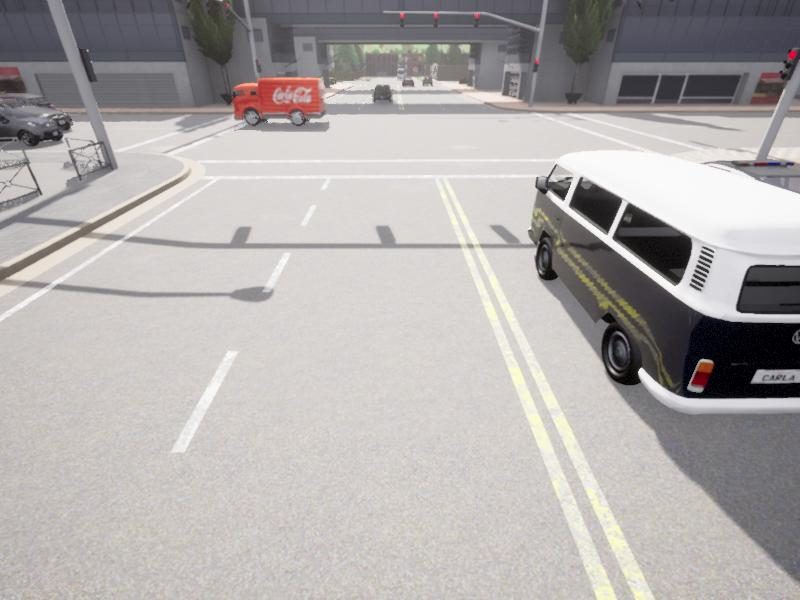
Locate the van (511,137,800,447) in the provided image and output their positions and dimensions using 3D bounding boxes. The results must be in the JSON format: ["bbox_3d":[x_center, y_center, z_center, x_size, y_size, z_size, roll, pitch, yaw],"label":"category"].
[{"bbox_3d":[3.175,-0.659,5.125,2.069,2.038,4.480,-1,30,-1],"label":"van"}]

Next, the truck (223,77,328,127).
[{"bbox_3d":[-7.146,-11.747,23.714,5.204,2.467,2.627,-1,30,-1],"label":"truck"}]

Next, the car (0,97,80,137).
[{"bbox_3d":[-20.241,-9.546,20.805,5.027,1.651,2.152,-1,30,-1],"label":"car"}]

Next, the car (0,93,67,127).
[{"bbox_3d":[-23.315,-11.347,23.848,4.611,1.667,2.242,0,30,0],"label":"car"}]

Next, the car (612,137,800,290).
[{"bbox_3d":[6.636,-2.076,8.054,2.038,1.542,4.974,0,30,0],"label":"car"}]

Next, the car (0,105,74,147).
[{"bbox_3d":[-17.319,-7.756,17.824,3.633,1.501,1.845,0,30,0],"label":"car"}]

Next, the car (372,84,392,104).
[{"bbox_3d":[-1.704,-20.479,39.641,1.837,1.490,4.892,0,30,0],"label":"car"}]
